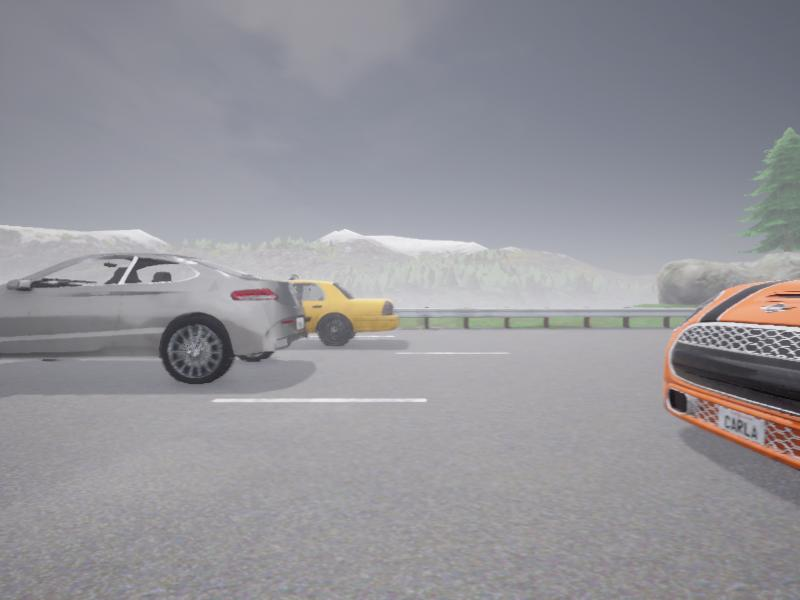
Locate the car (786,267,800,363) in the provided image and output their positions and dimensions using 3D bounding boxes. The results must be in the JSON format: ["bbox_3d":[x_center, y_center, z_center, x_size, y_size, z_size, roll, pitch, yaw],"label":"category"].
[{"bbox_3d":[8.929,0.208,5.705,5.008,1.535,1.882,-1,0,0],"label":"car"}]

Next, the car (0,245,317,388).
[{"bbox_3d":[-3.913,0.188,5.697,5.027,1.651,2.152,0,0,0],"label":"car"}]

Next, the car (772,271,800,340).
[{"bbox_3d":[11.906,0.136,9.206,4.611,1.667,2.242,0,0,0],"label":"car"}]

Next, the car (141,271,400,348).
[{"bbox_3d":[-2.690,0.205,9.198,5.366,1.575,1.801,0,0,0],"label":"car"}]

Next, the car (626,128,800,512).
[{"bbox_3d":[4.115,0.087,2.202,4.553,1.767,2.097,0,0,0],"label":"car"}]
